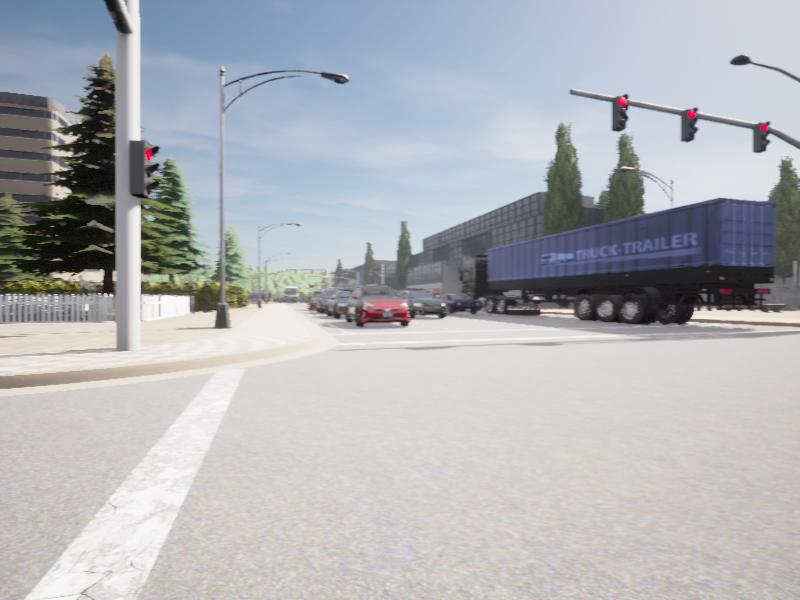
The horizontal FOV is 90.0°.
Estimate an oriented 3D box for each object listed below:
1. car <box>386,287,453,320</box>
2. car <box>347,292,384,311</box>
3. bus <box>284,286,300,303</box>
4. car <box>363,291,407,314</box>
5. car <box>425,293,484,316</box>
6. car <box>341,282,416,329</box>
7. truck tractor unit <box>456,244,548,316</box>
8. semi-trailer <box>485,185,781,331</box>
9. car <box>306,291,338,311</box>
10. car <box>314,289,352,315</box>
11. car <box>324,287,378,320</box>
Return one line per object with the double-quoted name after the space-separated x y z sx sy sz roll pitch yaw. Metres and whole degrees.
0.878 0.165 21.501 2.038 1.542 4.974 0 0 -17 "car"
-3.041 0.141 34.267 2.128 1.511 4.902 0 0 -17 "car"
-28.612 -1.417 105.725 3.944 4.253 10.273 0 0 -16 "bus"
-1.171 0.150 28.177 2.007 1.525 4.514 0 0 -17 "car"
3.313 0.270 25.499 1.895 1.301 4.718 0 0 -17 "car"
-1.010 0.184 15.512 2.007 1.525 4.514 0 0 -15 "car"
6.558 -1.201 26.867 3.053 4.208 6.516 0 0 -17 "truck tractor unit"
8.881 -1.278 19.297 2.717 4.402 14.254 0 0 -17 "semi-trailer"
-6.888 0.062 34.866 2.242 1.667 4.611 0 0 -17 "car"
-4.821 0.100 28.142 2.033 1.649 4.856 0 0 -17 "car"
-2.780 0.166 21.492 2.038 1.542 4.974 0 0 -17 "car"
